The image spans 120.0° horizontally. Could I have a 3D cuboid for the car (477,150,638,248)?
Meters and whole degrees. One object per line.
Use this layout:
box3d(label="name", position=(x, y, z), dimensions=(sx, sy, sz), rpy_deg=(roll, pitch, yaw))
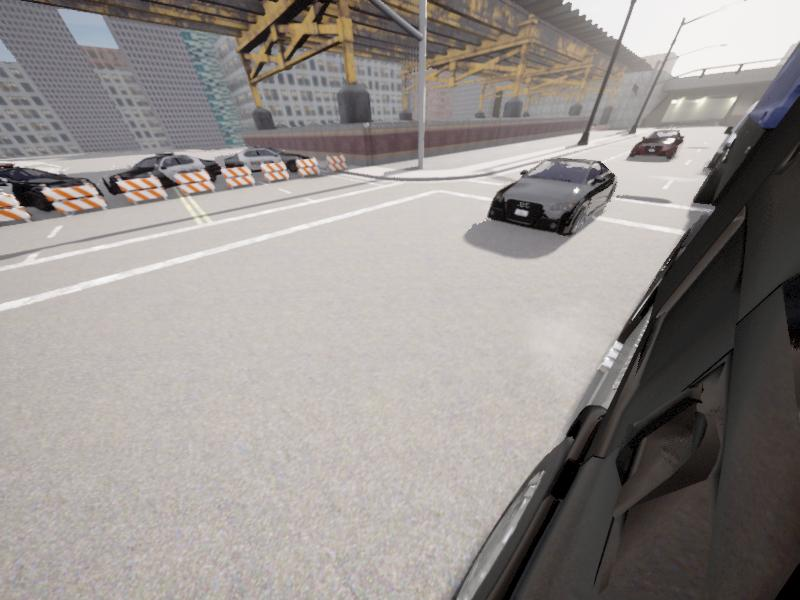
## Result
box3d(label="car", position=(4.257, -2.977, 6.203), dimensions=(4.181, 1.385, 1.994), rpy_deg=(-29, 44, -31))

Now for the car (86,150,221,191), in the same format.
box3d(label="car", position=(-12.103, -6.784, 11.879), dimensions=(1.853, 1.218, 4.536), rpy_deg=(5, 38, 11))

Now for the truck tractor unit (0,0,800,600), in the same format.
box3d(label="truck tractor unit", position=(2.645, -0.295, 0.352), dimensions=(6.516, 4.208, 3.053), rpy_deg=(-28, 44, -30))

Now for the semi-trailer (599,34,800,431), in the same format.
box3d(label="semi-trailer", position=(8.652, -3.642, 4.265), dimensions=(14.254, 4.402, 2.717), rpy_deg=(-29, 44, -30))

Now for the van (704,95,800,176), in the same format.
box3d(label="van", position=(16.773, -7.723, 10.746), dimensions=(5.915, 2.561, 1.988), rpy_deg=(-29, 44, -31))

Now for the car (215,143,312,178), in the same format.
box3d(label="car", position=(-8.626, -9.230, 15.177), dimensions=(4.974, 1.542, 2.038), rpy_deg=(-10, 37, -9))

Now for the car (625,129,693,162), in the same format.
box3d(label="car", position=(16.201, -9.730, 14.432), dimensions=(4.181, 1.385, 1.994), rpy_deg=(-30, 44, -31))

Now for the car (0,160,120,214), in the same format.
box3d(label="car", position=(-15.540, -4.678, 9.555), dimensions=(4.974, 1.542, 2.038), rpy_deg=(-1, 37, 3))

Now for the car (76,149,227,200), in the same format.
box3d(label="car", position=(-12.107, -6.627, 11.933), dimensions=(2.038, 1.542, 4.974), rpy_deg=(5, 38, 11))

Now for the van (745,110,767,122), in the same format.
box3d(label="van", position=(80.220, -41.455, 52.076), dimensions=(4.442, 1.987, 1.775), rpy_deg=(-31, 45, -32))

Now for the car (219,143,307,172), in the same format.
box3d(label="car", position=(-8.682, -9.348, 15.074), dimensions=(4.536, 1.218, 1.853), rpy_deg=(-10, 37, -9))

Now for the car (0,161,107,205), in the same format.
box3d(label="car", position=(-15.598, -4.803, 9.463), dimensions=(4.536, 1.218, 1.853), rpy_deg=(-1, 37, 3))

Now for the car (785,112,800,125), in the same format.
box3d(label="car", position=(63.667, -28.130, 35.763), dimensions=(2.038, 1.542, 4.974), rpy_deg=(17, 41, 23))
